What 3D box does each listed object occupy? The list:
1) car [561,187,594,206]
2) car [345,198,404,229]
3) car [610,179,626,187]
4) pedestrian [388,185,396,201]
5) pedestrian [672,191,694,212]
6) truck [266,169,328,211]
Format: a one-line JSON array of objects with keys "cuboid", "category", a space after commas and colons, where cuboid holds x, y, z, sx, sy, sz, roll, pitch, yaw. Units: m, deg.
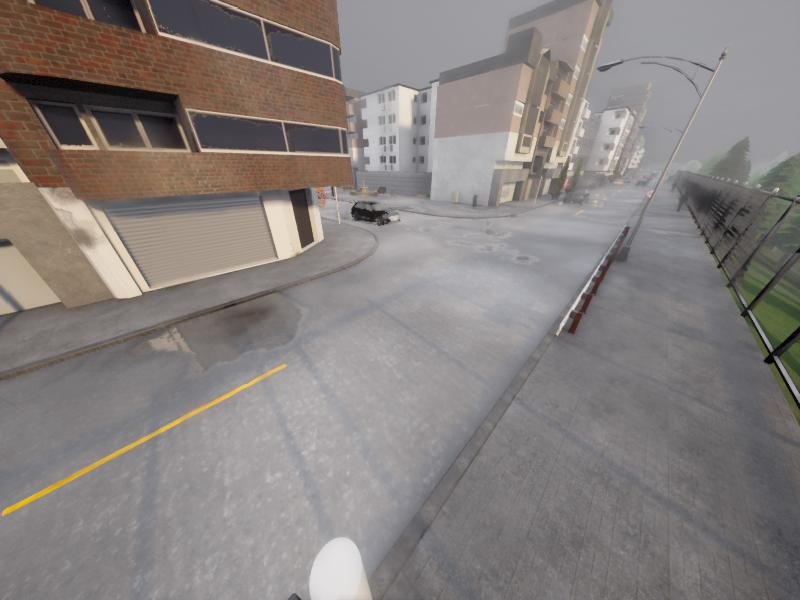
[{"cuboid": [22.786, -13.386, 29.605, 4.553, 1.767, 2.097, -27, 39, -38], "category": "car"}, {"cuboid": [-2.178, -7.368, 19.350, 4.856, 1.649, 2.033, 24, 38, 36], "category": "car"}, {"cuboid": [51.660, -27.710, 54.667, 5.366, 1.575, 1.801, -27, 39, -38], "category": "car"}, {"cuboid": [-1.008, -14.384, 31.040, 0.751, 1.860, 0.751, 19, 35, 29], "category": "pedestrian"}, {"cuboid": [28.765, -10.040, 23.486, 0.751, 1.860, 0.751, 27, 39, 38], "category": "pedestrian"}, {"cuboid": [-12.288, -13.235, 27.314, 2.891, 3.827, 8.468, -26, 39, -38], "category": "truck"}]
